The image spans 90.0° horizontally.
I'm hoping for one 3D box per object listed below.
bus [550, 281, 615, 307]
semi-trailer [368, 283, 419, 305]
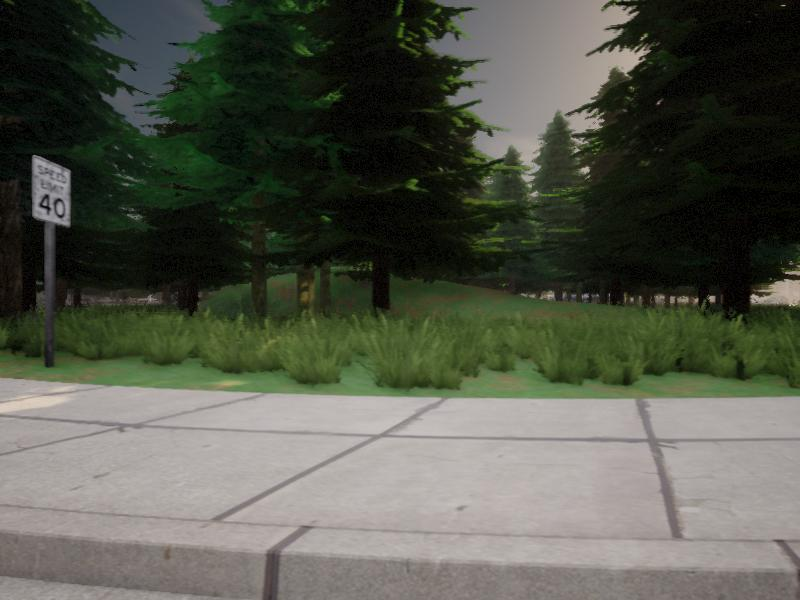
[{"bbox_3d":[33.522,-1.008,73.745,10.273,4.253,3.944,-2,-1,35],"label":"bus"},{"bbox_3d":[-1.156,-1.140,86.785,2.717,4.402,14.254,0,0,37],"label":"semi-trailer"}]
